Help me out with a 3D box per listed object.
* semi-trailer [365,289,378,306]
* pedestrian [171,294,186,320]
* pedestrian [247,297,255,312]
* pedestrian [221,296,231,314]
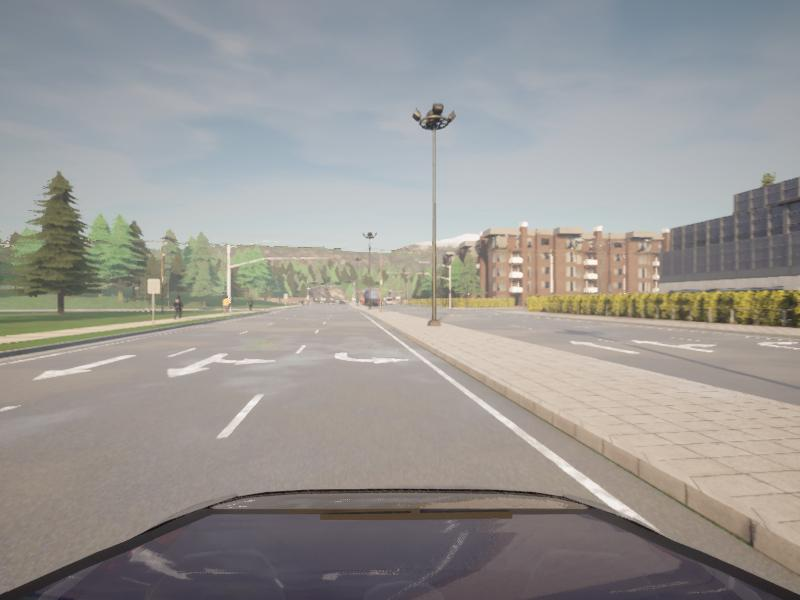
[{"bbox_3d":[-7.936,-0.581,109.132,2.717,4.402,14.254,0,0,-8],"label":"semi-trailer"},{"bbox_3d":[-16.152,0.508,29.155,0.751,1.860,0.751,0,0,-7],"label":"pedestrian"},{"bbox_3d":[-18.563,0.515,49.706,0.751,1.860,0.751,0,0,-6],"label":"pedestrian"},{"bbox_3d":[-17.456,0.512,40.216,0.751,1.860,0.751,0,0,-6],"label":"pedestrian"}]
